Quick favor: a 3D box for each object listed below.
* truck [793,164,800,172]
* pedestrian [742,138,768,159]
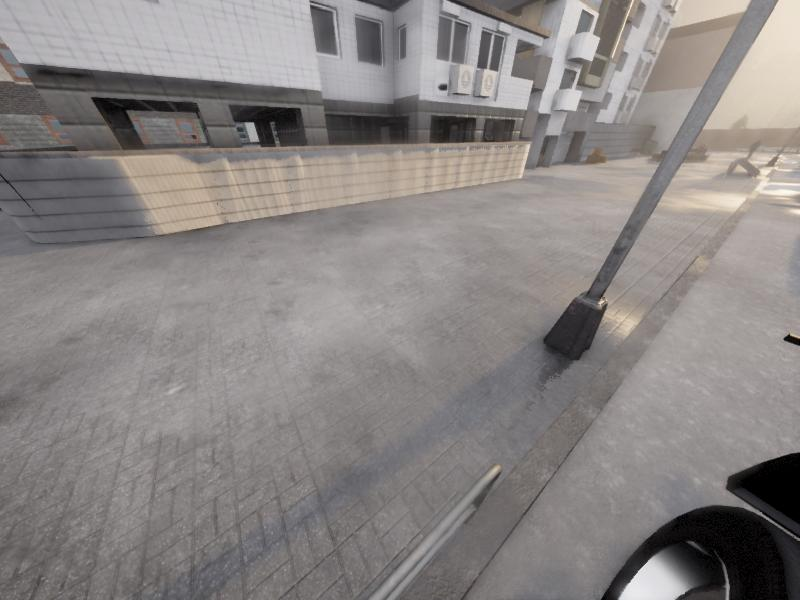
[{"bbox_3d":[32.174,-10.729,16.779,5.204,2.467,2.627,-21,40,-27],"label":"truck"},{"bbox_3d":[38.693,-16.492,25.204,0.751,1.860,0.751,-27,43,-33],"label":"pedestrian"}]
